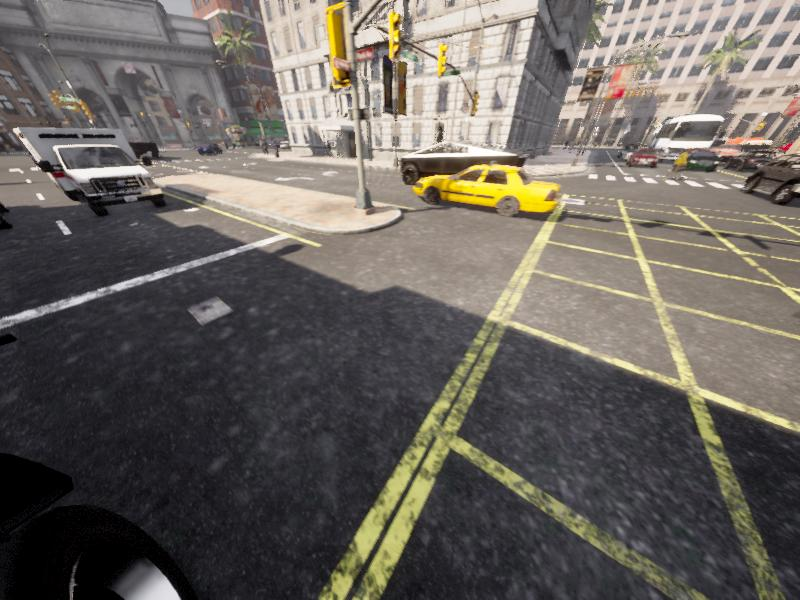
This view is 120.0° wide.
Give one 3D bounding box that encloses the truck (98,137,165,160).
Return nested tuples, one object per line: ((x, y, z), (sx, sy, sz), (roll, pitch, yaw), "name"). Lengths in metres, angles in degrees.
((-31.393, -17.811, 27.083), (6.274, 2.098, 2.390), (14, 37, 18), "truck")

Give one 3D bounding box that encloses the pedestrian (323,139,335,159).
((-8.223, -17.455, 26.672), (0.751, 1.860, 0.751), (25, 42, 30), "pedestrian")

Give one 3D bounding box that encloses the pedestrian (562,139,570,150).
((34.924, -32.583, 48.492), (0.751, 1.860, 0.751), (21, 40, 27), "pedestrian")

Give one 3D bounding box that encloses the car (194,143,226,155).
((-28.627, -22.896, 34.948), (1.994, 1.385, 4.181), (-6, 36, -9), "car")

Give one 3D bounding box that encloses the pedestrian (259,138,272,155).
((-18.260, -20.829, 31.373), (0.751, 1.860, 0.751), (15, 38, 20), "pedestrian")

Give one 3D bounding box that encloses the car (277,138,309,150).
((-23.021, -33.868, 49.968), (2.150, 2.045, 5.566), (23, 41, 28), "car")

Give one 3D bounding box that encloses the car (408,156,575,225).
((3.057, -4.339, 8.716), (5.366, 1.575, 1.801), (22, 41, 28), "car")

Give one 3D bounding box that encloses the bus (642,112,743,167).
((32.002, -18.171, 26.260), (3.944, 4.253, 10.273), (22, 41, 28), "bus")

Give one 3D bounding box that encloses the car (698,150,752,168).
((33.448, -14.745, 23.979), (1.895, 1.301, 4.718), (22, 41, 28), "car")

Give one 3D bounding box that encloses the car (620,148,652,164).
((27.707, -17.086, 27.249), (1.895, 1.301, 4.718), (22, 41, 28), "car")

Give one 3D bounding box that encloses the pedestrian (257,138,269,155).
((-18.770, -21.023, 31.643), (0.751, 1.860, 0.751), (0, 35, -1), "pedestrian")

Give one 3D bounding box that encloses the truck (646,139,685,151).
((60.905, -35.603, 53.090), (6.274, 2.098, 2.390), (-7, 36, -11), "truck")

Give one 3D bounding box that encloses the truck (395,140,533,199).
((2.979, -7.043, 12.100), (6.274, 2.098, 2.390), (22, 41, 28), "truck")

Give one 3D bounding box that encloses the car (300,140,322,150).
((-18.181, -31.659, 47.258), (1.851, 1.617, 3.988), (15, 38, 19), "car")

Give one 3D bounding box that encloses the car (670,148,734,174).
((26.078, -12.289, 20.229), (2.038, 1.542, 4.974), (22, 41, 27), "car")

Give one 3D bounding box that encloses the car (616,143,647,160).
((31.760, -20.535, 31.850), (2.242, 1.667, 4.611), (23, 41, 28), "car")

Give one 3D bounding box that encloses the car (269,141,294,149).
((-26.285, -34.518, 51.385), (1.812, 1.442, 4.674), (22, 41, 28), "car")

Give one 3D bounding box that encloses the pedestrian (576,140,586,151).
((36.268, -30.954, 46.194), (0.751, 1.860, 0.751), (-21, 41, -28), "pedestrian")

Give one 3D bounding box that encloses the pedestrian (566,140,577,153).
((28.789, -25.801, 38.822), (0.751, 1.860, 0.751), (-22, 41, -28), "pedestrian")

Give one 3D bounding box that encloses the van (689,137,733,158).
((48.576, -24.091, 36.282), (1.988, 2.561, 5.915), (22, 41, 28), "van")

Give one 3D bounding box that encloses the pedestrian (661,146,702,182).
((17.436, -8.451, 14.385), (0.751, 1.860, 0.751), (22, 40, 27), "pedestrian")

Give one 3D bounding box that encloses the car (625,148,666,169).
((23.813, -13.917, 22.593), (1.812, 1.442, 4.674), (22, 41, 28), "car")

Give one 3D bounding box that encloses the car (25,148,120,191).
((-18.006, -7.299, 12.695), (4.856, 1.649, 2.033), (22, 41, 28), "car")

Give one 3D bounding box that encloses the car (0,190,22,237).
((-13.347, -2.848, 6.624), (5.357, 1.411, 2.033), (22, 41, 28), "car")

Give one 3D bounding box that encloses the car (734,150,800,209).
((17.390, -5.212, 9.822), (1.932, 1.855, 4.605), (22, 40, 28), "car")

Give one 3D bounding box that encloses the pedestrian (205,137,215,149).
((-36.887, -30.486, 44.910), (0.751, 1.860, 0.751), (28, 44, 33), "pedestrian")

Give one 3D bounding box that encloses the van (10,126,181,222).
((-11.718, -5.068, 8.890), (6.366, 2.431, 2.351), (22, 41, 28), "van")

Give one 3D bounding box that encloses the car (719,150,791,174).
((29.729, -11.760, 19.557), (1.816, 1.474, 4.193), (22, 40, 28), "car")

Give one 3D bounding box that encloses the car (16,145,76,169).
((-30.784, -12.649, 20.274), (4.902, 1.511, 2.128), (28, 44, 33), "car")
